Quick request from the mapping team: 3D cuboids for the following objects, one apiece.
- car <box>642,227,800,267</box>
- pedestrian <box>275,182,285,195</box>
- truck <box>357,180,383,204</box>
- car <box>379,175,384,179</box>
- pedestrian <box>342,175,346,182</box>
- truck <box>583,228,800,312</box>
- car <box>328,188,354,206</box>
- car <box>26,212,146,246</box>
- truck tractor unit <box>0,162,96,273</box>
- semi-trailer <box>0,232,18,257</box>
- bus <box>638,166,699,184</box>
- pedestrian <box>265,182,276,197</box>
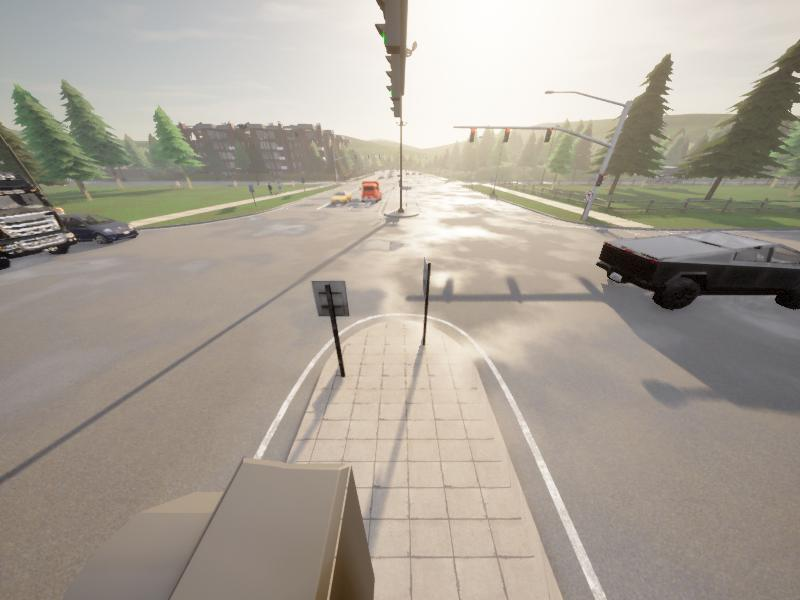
[{"bbox_3d":[15.207,-2.597,11.159,4.674,1.442,1.812,0,30,0],"label":"car"},{"bbox_3d":[-18.807,-17.496,36.195,0.751,1.860,0.751,2,30,4],"label":"pedestrian"},{"bbox_3d":[-3.802,-14.309,30.435,2.627,2.467,5.204,0,29,0],"label":"truck"},{"bbox_3d":[-7.042,-47.125,88.422,1.895,1.301,4.718,0,30,0],"label":"car"},{"bbox_3d":[-17.343,-37.950,71.929,0.751,1.860,0.751,2,30,4],"label":"pedestrian"},{"bbox_3d":[10.669,-1.118,7.940,6.274,2.098,2.390,0,30,0],"label":"truck"},{"bbox_3d":[-7.314,-13.019,29.074,1.801,1.575,5.366,0,30,0],"label":"car"},{"bbox_3d":[-18.759,-4.349,14.032,3.988,1.617,1.851,0,30,0],"label":"car"},{"bbox_3d":[-20.006,-3.729,10.338,6.516,4.208,3.053,0,30,0],"label":"truck tractor unit"},{"bbox_3d":[-27.921,-3.782,10.238,14.254,4.402,2.717,0,30,0],"label":"semi-trailer"},{"bbox_3d":[73.474,-34.404,63.435,10.273,4.253,3.944,0,30,0],"label":"bus"},{"bbox_3d":[-19.298,-16.432,34.353,0.751,1.860,0.751,3,30,6],"label":"pedestrian"}]
